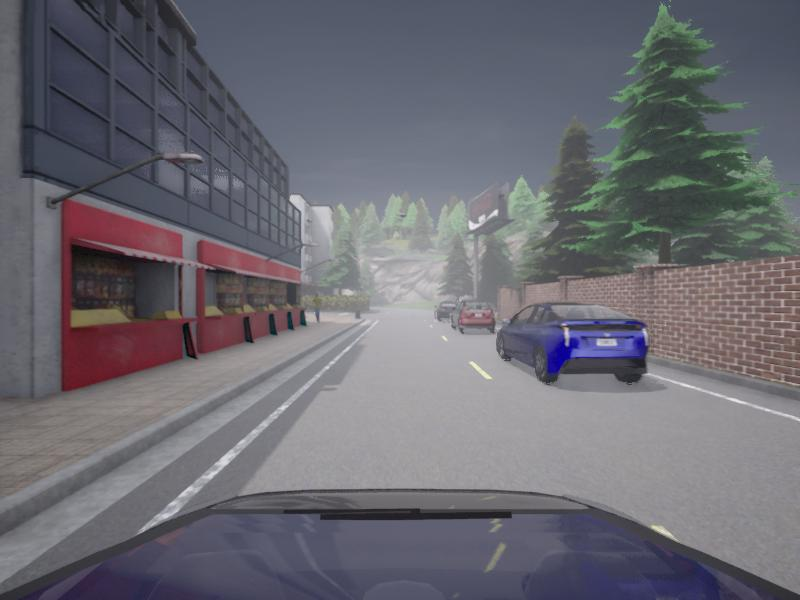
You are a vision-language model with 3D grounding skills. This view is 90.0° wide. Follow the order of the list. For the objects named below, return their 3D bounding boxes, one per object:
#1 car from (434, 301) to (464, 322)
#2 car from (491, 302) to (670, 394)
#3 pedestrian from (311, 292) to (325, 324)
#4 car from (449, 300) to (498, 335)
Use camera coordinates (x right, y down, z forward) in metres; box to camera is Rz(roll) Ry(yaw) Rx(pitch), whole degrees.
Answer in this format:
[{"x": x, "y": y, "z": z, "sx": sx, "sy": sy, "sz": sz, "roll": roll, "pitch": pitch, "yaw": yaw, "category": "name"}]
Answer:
[{"x": 3.668, "y": 0.831, "z": 30.436, "sx": 1.812, "sy": 1.442, "sz": 4.674, "roll": 0, "pitch": 0, "yaw": 1, "category": "car"}, {"x": 3.542, "y": 0.817, "z": 8.972, "sx": 2.007, "sy": 1.525, "sz": 4.514, "roll": 0, "pitch": 0, "yaw": 0, "category": "car"}, {"x": -4.881, "y": 0.443, "z": 23.797, "sx": 0.751, "sy": 1.860, "sz": 0.751, "roll": 0, "pitch": 0, "yaw": -7, "category": "pedestrian"}, {"x": 3.581, "y": 0.792, "z": 20.041, "sx": 1.789, "sy": 1.549, "sz": 3.705, "roll": 0, "pitch": 0, "yaw": 0, "category": "car"}]
